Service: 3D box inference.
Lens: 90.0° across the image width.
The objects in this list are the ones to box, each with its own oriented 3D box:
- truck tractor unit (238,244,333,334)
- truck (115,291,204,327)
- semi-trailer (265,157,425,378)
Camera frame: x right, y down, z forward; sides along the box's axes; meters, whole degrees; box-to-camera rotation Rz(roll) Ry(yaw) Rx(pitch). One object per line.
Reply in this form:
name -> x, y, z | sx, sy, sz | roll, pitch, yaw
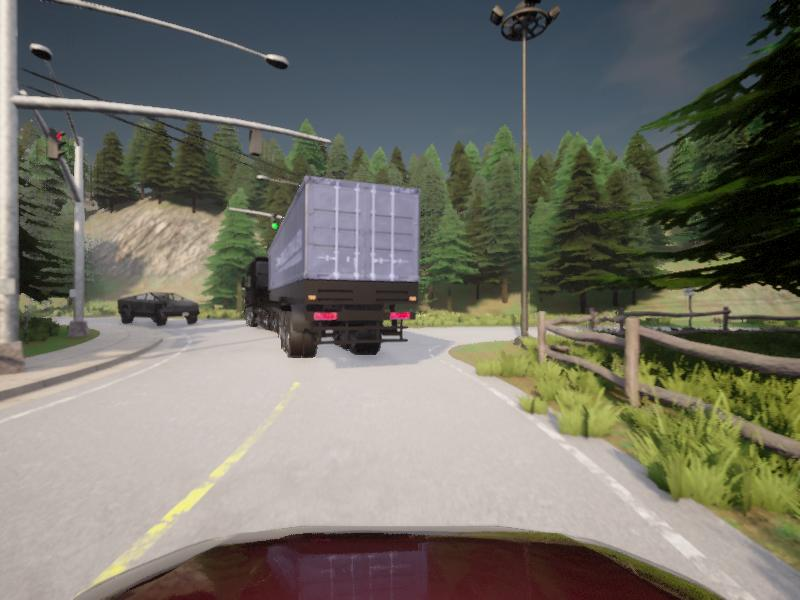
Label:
truck tractor unit -> -6.568, -0.515, 22.244 | 3.053, 4.208, 6.516 | 0, 0, -35
truck -> -15.933, 0.544, 26.387 | 6.274, 2.098, 2.390 | 0, 0, 31
semi-trailer -> -3.288, -0.617, 15.094 | 2.717, 4.402, 14.254 | 1, 0, -21
